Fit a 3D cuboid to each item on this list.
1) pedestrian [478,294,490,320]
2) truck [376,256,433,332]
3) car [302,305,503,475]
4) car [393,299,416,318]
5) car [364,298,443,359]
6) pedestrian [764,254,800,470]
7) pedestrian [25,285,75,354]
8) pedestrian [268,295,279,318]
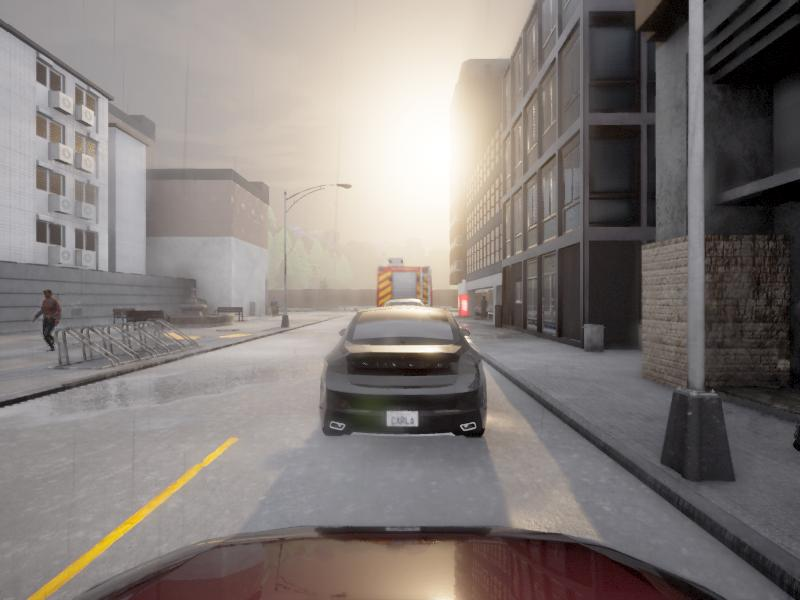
[{"bbox_3d":[6.103,0.533,29.093,0.751,1.860,0.751,0,0,2],"label":"pedestrian"},{"bbox_3d":[0.284,-0.320,24.498,2.891,3.827,8.468,0,0,1],"label":"truck"},{"bbox_3d":[0.063,0.845,6.103,1.837,1.490,4.892,0,0,1],"label":"car"},{"bbox_3d":[0.411,0.778,38.002,2.033,1.649,4.856,0,0,0],"label":"car"},{"bbox_3d":[0.141,0.781,13.441,2.152,1.651,5.027,0,0,1],"label":"car"},{"bbox_3d":[3.816,0.533,3.404,0.751,1.860,0.751,0,0,3],"label":"pedestrian"},{"bbox_3d":[-9.857,0.533,11.285,0.751,1.860,0.751,0,0,-1],"label":"pedestrian"},{"bbox_3d":[-10.422,0.547,33.061,0.751,1.860,0.751,0,0,-10],"label":"pedestrian"}]
